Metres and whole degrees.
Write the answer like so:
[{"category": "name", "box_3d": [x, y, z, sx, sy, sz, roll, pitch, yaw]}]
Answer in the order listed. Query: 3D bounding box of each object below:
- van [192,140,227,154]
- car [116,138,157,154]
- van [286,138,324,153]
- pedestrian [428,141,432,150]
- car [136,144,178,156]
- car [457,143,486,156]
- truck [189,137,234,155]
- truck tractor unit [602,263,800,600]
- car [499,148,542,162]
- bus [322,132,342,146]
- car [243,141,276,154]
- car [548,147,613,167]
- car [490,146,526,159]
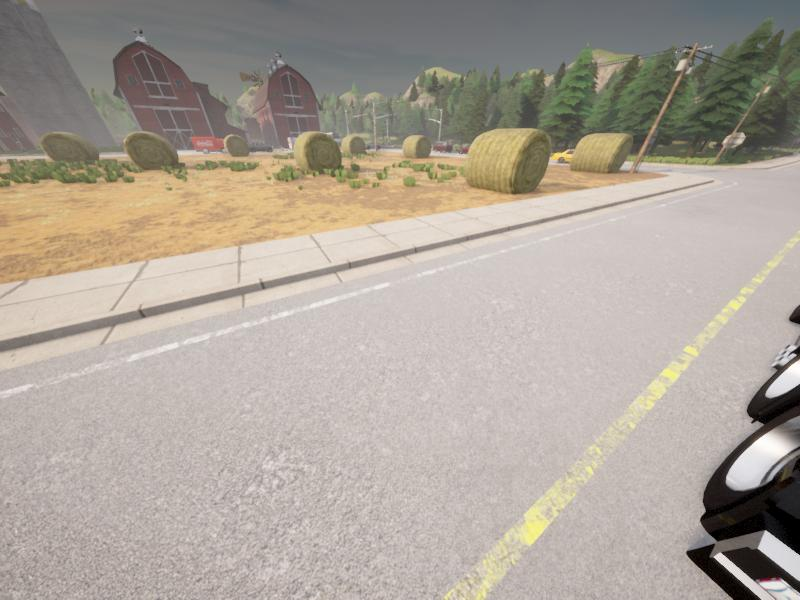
[{"category": "van", "box_3d": [-34.556, -27.833, 41.965, 4.442, 1.987, 1.775, -20, 40, -28]}, {"category": "car", "box_3d": [-45.451, -26.652, 40.007, 1.905, 1.878, 3.866, 13, 38, 8]}, {"category": "van", "box_3d": [-19.212, -31.424, 46.857, 6.366, 2.431, 2.351, -21, 40, -27]}, {"category": "pedestrian", "box_3d": [7.289, -37.387, 55.841, 0.751, 1.860, 0.751, 3, 35, 4]}, {"category": "car", "box_3d": [-38.324, -23.746, 36.588, 4.181, 1.385, 1.994, -21, 41, -27]}, {"category": "car", "box_3d": [12.694, -26.996, 41.337, 2.097, 1.767, 4.553, -20, 40, -27]}, {"category": "truck", "box_3d": [-32.206, -26.511, 39.671, 5.204, 2.467, 2.627, -21, 40, -27]}, {"category": "truck tractor unit", "box_3d": [5.108, -0.303, 0.784, 6.516, 4.208, 3.053, -18, 39, -24]}, {"category": "car", "box_3d": [16.338, -19.849, 31.539, 1.895, 1.301, 4.718, -20, 40, -27]}, {"category": "bus", "box_3d": [-26.806, -63.083, 90.695, 3.944, 4.253, 10.273, -20, 40, -27]}, {"category": "car", "box_3d": [-26.202, -28.550, 43.160, 4.605, 1.855, 1.932, -21, 40, -27]}, {"category": "car", "box_3d": [20.358, -16.384, 26.346, 1.801, 1.575, 5.366, -20, 40, -26]}, {"category": "car", "box_3d": [16.812, -23.217, 36.175, 2.007, 1.525, 4.514, -20, 40, -27]}]
